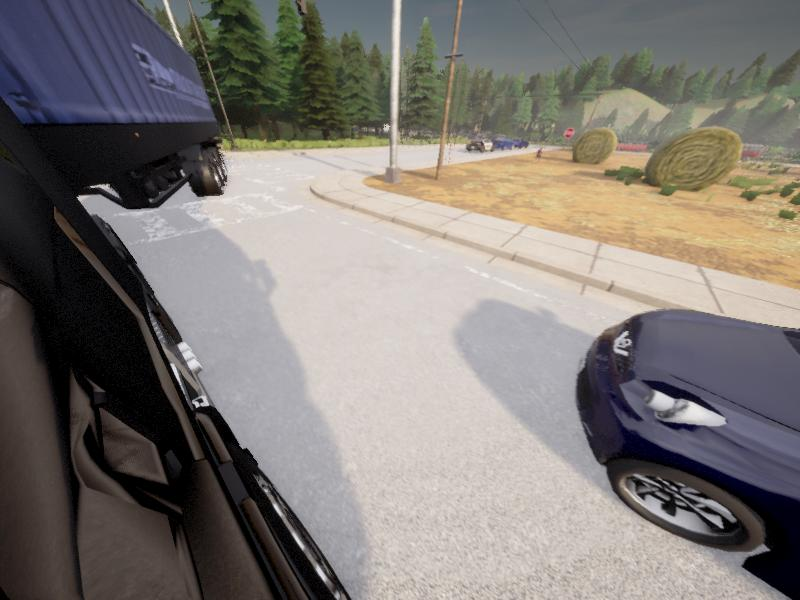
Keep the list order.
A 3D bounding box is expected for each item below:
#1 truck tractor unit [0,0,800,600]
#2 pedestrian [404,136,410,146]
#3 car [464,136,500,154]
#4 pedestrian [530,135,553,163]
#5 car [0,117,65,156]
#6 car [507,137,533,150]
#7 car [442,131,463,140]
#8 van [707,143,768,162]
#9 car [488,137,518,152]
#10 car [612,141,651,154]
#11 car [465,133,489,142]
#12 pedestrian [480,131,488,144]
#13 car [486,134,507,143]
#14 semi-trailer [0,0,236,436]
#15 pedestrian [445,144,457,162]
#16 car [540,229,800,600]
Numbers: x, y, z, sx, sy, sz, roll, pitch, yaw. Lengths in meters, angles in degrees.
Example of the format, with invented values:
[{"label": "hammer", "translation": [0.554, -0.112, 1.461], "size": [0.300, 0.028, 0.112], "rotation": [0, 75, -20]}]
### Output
[{"label": "truck tractor unit", "translation": [-2.645, -0.295, 0.351], "size": [6.516, 4.208, 3.053], "rotation": [28, 44, 30]}, {"label": "pedestrian", "translation": [0.911, -20.071, 29.157], "size": [0.500, 1.100, 0.500], "rotation": [25, 42, 27]}, {"label": "car", "translation": [10.066, -18.932, 28.163], "size": [2.038, 1.542, 4.974], "rotation": [29, 44, 30]}, {"label": "pedestrian", "translation": [11.540, -12.338, 18.915], "size": [0.751, 1.860, 0.751], "rotation": [-22, 43, -29]}, {"label": "car", "translation": [-23.399, -10.242, 14.361], "size": [4.611, 1.667, 2.242], "rotation": [28, 44, 30]}, {"label": "car", "translation": [19.215, -25.096, 36.921], "size": [2.007, 1.525, 4.514], "rotation": [29, 44, 30]}, {"label": "car", "translation": [12.775, -40.298, 56.608], "size": [4.514, 1.525, 2.007], "rotation": [30, 45, 32]}, {"label": "van", "translation": [49.139, -21.660, 33.817], "size": [4.442, 1.987, 1.775], "rotation": [31, 45, 32]}, {"label": "car", "translation": [14.476, -21.904, 32.378], "size": [1.882, 1.535, 5.008], "rotation": [29, 44, 30]}, {"label": "car", "translation": [40.333, -26.741, 40.382], "size": [4.514, 1.525, 2.007], "rotation": [31, 45, 32]}, {"label": "car", "translation": [17.618, -37.396, 53.067], "size": [2.007, 1.525, 4.514], "rotation": [-30, 48, -35]}, {"label": "pedestrian", "translation": [15.322, -29.590, 42.059], "size": [0.751, 1.860, 0.751], "rotation": [31, 45, 32]}, {"label": "car", "translation": [22.295, -37.519, 53.568], "size": [3.806, 1.475, 1.970], "rotation": [31, 45, 32]}, {"label": "semi-trailer", "translation": [-6.774, -4.467, 5.471], "size": [2.717, 4.402, 14.254], "rotation": [-15, 41, -22]}, {"label": "pedestrian", "translation": [3.867, -11.150, 17.517], "size": [0.500, 1.100, 0.500], "rotation": [-29, 47, -35]}, {"label": "car", "translation": [3.171, 1.082, 1.140], "size": [3.633, 1.501, 1.845], "rotation": [28, 43, 29]}]
